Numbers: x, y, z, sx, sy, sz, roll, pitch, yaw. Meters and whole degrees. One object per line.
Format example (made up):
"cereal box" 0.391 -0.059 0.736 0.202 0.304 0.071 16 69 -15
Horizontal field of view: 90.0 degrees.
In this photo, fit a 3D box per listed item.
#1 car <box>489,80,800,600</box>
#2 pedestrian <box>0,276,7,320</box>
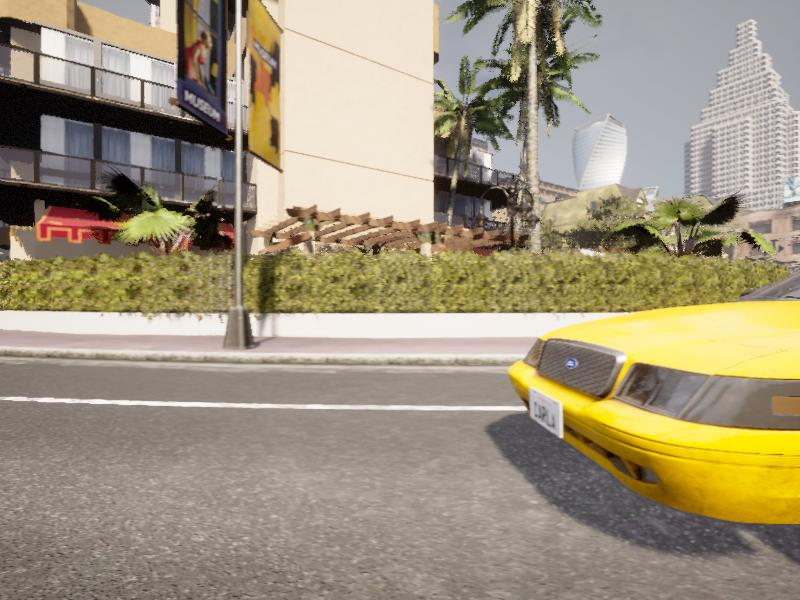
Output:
"car" 3.380 0.205 2.169 5.366 1.575 1.801 0 0 -4
"pedestrian" -17.083 -0.089 16.831 0.751 1.860 0.751 0 0 -44
